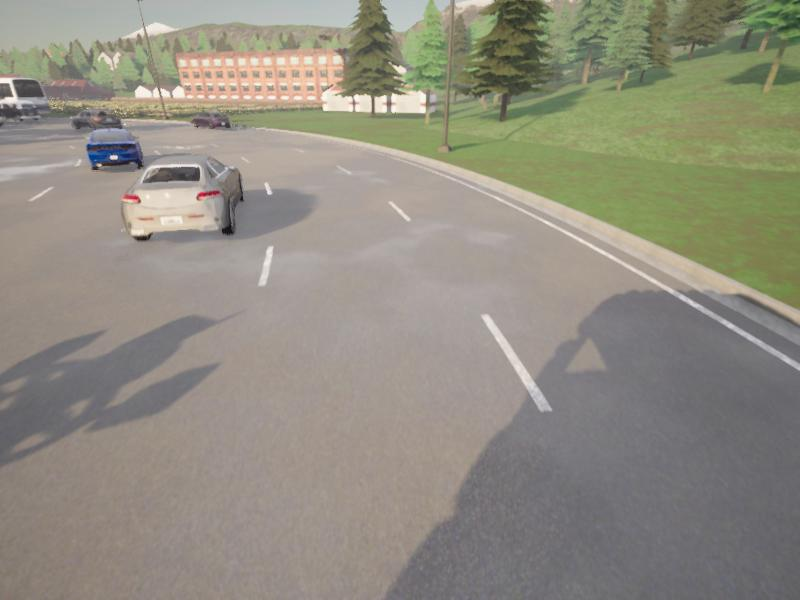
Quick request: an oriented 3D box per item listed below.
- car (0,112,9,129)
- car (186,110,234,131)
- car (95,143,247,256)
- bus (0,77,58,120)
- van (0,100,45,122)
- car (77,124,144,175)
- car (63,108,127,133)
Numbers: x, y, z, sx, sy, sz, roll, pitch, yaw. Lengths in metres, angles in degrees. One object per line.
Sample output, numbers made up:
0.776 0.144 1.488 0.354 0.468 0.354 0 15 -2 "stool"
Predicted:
-37.314 -15.867 35.262 4.718 1.301 1.895 11 29 19 "car"
-17.068 -16.169 35.943 4.193 1.474 1.816 20 33 32 "car"
-5.354 -2.869 10.266 2.152 1.651 5.027 -7 28 -14 "car"
-47.335 -24.195 47.975 10.273 4.253 3.944 11 29 19 "bus"
-41.220 -20.381 43.113 4.480 2.038 2.069 11 29 19 "van"
-12.929 -6.950 18.131 1.882 1.535 5.008 -14 31 -27 "car"
-25.717 -15.234 33.799 4.611 1.667 2.242 15 30 27 "car"
